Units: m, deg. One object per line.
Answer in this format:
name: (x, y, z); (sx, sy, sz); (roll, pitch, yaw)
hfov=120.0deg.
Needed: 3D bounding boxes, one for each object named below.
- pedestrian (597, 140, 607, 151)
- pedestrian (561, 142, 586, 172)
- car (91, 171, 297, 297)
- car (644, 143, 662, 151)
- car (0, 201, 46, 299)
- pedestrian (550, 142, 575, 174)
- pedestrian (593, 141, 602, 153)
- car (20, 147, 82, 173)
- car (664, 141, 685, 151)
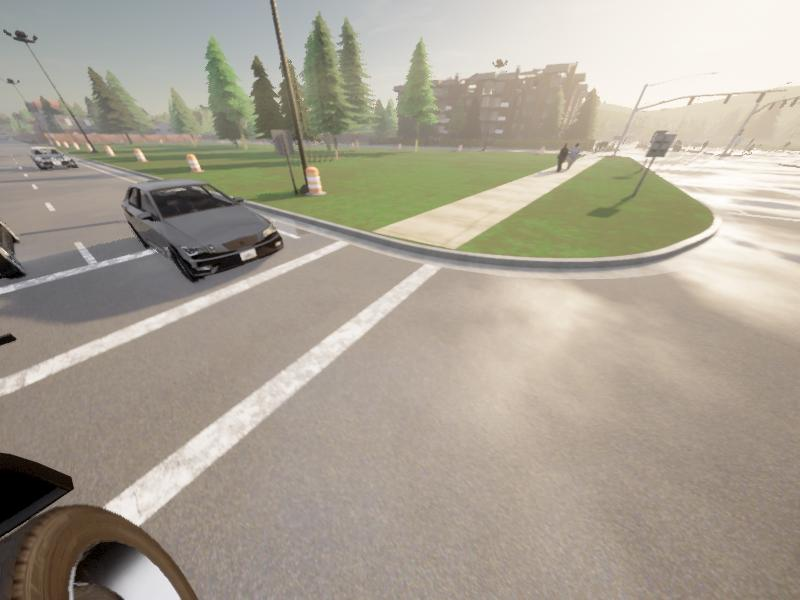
pedestrian: (41.109, -31.509, 46.991); (0.751, 1.860, 0.751); (28, 44, 33)
pedestrian: (12.991, -10.745, 17.325); (0.751, 1.860, 0.751); (26, 42, 31)
car: (-4.529, -1.780, 5.112); (4.193, 1.474, 1.816); (22, 41, 28)
car: (59.378, -36.011, 54.311); (1.895, 1.301, 4.718); (22, 41, 28)
car: (-9.039, -1.187, 4.202); (4.902, 1.511, 2.128); (22, 41, 28)
pedestrian: (11.353, -9.919, 16.141); (0.751, 1.860, 0.751); (26, 42, 31)
pedestrian: (37.433, -29.078, 43.783); (0.751, 1.860, 0.751); (25, 42, 30)
car: (-27.197, -11.027, 18.033); (3.806, 1.475, 1.970); (22, 41, 28)
car: (61.923, -34.807, 52.136); (1.905, 1.878, 3.866); (22, 41, 28)
